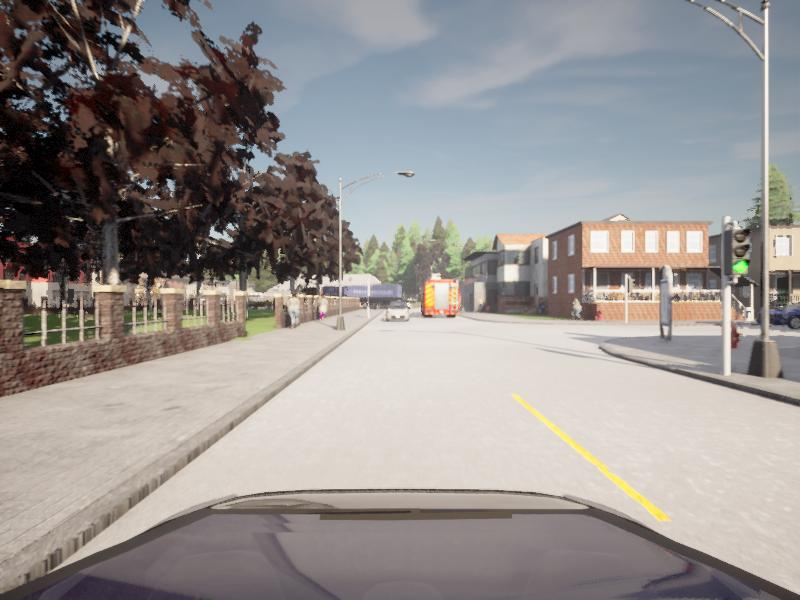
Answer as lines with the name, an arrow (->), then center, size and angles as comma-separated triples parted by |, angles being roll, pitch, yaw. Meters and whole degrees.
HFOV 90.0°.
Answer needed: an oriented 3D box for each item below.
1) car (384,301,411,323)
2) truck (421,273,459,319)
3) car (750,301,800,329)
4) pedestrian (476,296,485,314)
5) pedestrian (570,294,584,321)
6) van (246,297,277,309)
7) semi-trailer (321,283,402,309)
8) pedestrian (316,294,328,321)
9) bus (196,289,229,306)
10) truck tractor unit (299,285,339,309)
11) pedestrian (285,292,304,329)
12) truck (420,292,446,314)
car -> -0.178, 0.826, 29.530 | 1.845, 1.501, 3.633 | 0, 0, -1
truck -> 3.562, -0.323, 37.562 | 2.891, 3.827, 8.468 | 0, 0, 1
car -> 23.290, 0.822, 22.820 | 5.008, 1.535, 1.882 | 0, 0, 0
pedestrian -> 8.620, 0.531, 42.826 | 0.751, 1.860, 0.751 | 0, 0, 2
pedestrian -> 12.275, 0.523, 27.794 | 0.751, 1.860, 0.751 | 0, 0, 12
van -> -23.543, 0.567, 67.965 | 4.480, 2.038, 2.069 | 0, 0, 0
semi-trailer -> -6.872, -0.628, 70.204 | 14.254, 4.402, 2.717 | 0, -1, 18
pedestrian -> -5.446, 0.532, 28.022 | 0.751, 1.860, 0.751 | 0, 0, -3
bus -> -49.611, -0.537, 106.343 | 3.944, 4.253, 10.273 | 0, 0, 0
truck tractor unit -> -14.501, -0.527, 72.030 | 6.516, 4.208, 3.053 | 0, 0, 0
pedestrian -> -5.463, 0.532, 20.728 | 0.751, 1.860, 0.751 | 0, 0, 0
truck -> 3.787, 0.355, 46.534 | 2.627, 2.467, 5.204 | 0, 0, 0
